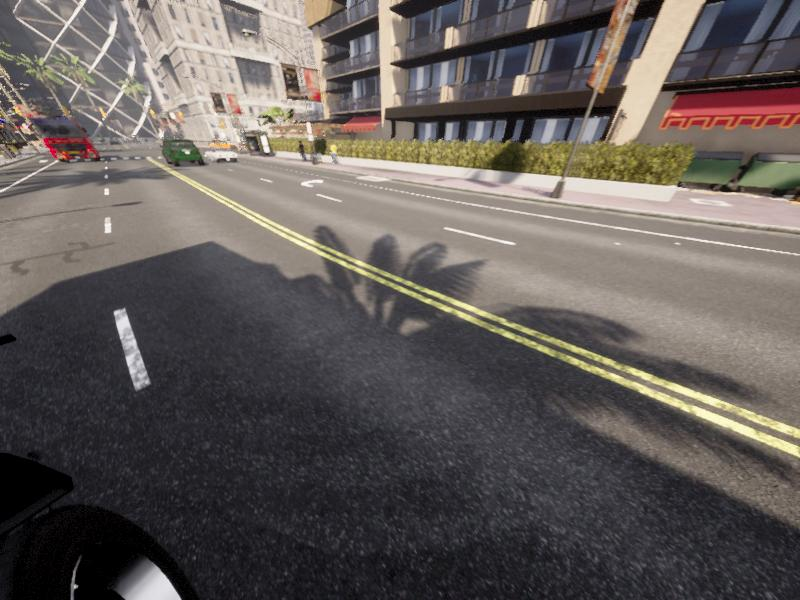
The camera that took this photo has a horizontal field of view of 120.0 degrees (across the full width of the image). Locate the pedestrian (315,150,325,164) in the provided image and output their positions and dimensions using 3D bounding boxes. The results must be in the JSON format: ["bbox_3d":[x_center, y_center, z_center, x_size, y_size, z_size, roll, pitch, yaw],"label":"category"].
[{"bbox_3d":[-7.589,-13.617,22.016,0.500,1.100,0.500,28,43,33],"label":"pedestrian"}]

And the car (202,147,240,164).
[{"bbox_3d":[-19.161,-15.509,24.681,4.718,1.301,1.895,29,44,34],"label":"car"}]

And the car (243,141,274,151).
[{"bbox_3d":[-27.431,-29.882,44.891,2.007,1.525,4.514,29,44,34],"label":"car"}]

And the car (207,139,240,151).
[{"bbox_3d":[-33.627,-29.521,44.042,4.553,1.767,2.097,-23,41,-30],"label":"car"}]

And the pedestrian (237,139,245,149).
[{"bbox_3d":[-34.756,-34.095,50.458,0.751,1.860,0.751,28,43,33],"label":"pedestrian"}]

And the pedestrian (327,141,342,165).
[{"bbox_3d":[-6.106,-13.764,21.585,0.751,1.860,0.751,28,43,33],"label":"pedestrian"}]

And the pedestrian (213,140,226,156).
[{"bbox_3d":[-25.669,-21.668,32.846,0.751,1.860,0.751,25,42,31],"label":"pedestrian"}]

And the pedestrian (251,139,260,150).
[{"bbox_3d":[-29.385,-31.684,47.095,0.751,1.860,0.751,19,39,24],"label":"pedestrian"}]

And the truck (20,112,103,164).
[{"bbox_3d":[-34.674,-16.870,24.184,8.468,3.827,2.891,29,44,34],"label":"truck"}]

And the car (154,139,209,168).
[{"bbox_3d":[-20.150,-13.581,21.258,5.566,2.045,2.150,28,43,33],"label":"car"}]

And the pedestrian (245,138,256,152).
[{"bbox_3d":[-24.440,-25.247,37.710,0.751,1.860,0.751,0,35,0],"label":"pedestrian"}]

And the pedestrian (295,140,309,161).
[{"bbox_3d":[-10.713,-16.336,25.189,0.751,1.860,0.751,29,44,34],"label":"pedestrian"}]

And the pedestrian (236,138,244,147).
[{"bbox_3d":[-40.471,-39.978,58.509,0.751,1.860,0.751,20,39,25],"label":"pedestrian"}]
